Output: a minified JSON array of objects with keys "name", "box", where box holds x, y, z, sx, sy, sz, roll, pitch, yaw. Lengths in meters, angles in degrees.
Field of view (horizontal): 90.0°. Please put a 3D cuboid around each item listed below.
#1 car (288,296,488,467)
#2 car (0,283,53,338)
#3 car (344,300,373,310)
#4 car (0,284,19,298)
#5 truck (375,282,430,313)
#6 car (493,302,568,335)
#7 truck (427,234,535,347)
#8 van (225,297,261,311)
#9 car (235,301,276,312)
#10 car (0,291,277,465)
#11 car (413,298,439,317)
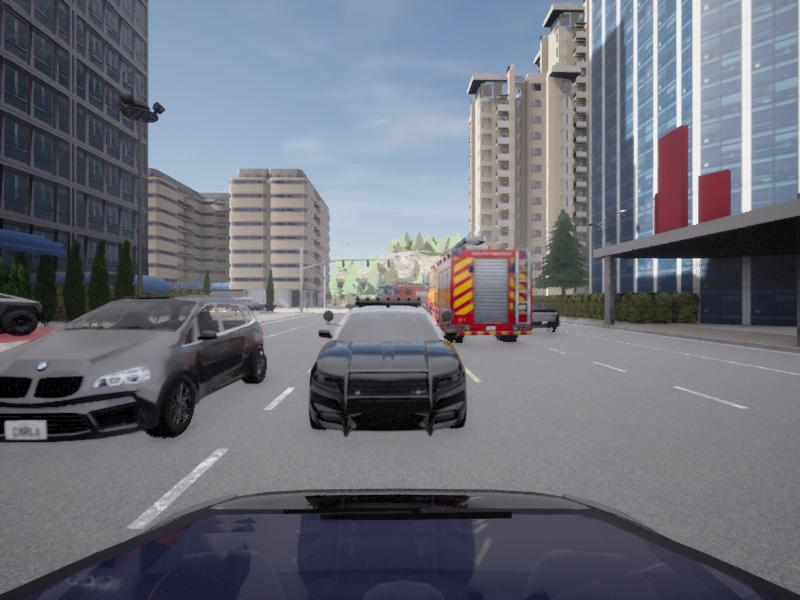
[{"name":"car","box":[-0.189,0.771,6.481,1.930,1.638,5.238,0,0,-2]},{"name":"car","box":[-17.017,0.402,14.472,2.390,2.098,6.274,0,0,29]},{"name":"car","box":[-7.077,0.771,68.637,1.930,1.638,5.238,0,0,39]},{"name":"car","box":[-16.357,-0.347,15.659,1.750,0.535,1.642,0,0,29]},{"name":"truck","box":[0.517,-0.321,53.310,2.891,3.827,8.468,-1,0,37]},{"name":"car","box":[6.460,0.834,20.510,2.128,1.511,4.902,0,0,-1]},{"name":"truck","box":[3.031,-0.321,17.823,2.891,3.827,8.468,0,0,-1]},{"name":"van","box":[-22.666,0.598,57.894,4.442,1.987,1.775,0,0,-1]},{"name":"car","box":[-19.635,0.851,54.438,4.792,1.488,2.163,0,0,-1]},{"name":"car","box":[-3.681,0.758,6.162,2.242,1.667,4.611,0,0,-1]},{"name":"car","box":[2.490,0.694,39.057,2.097,1.767,4.553,0,0,-1]}]
